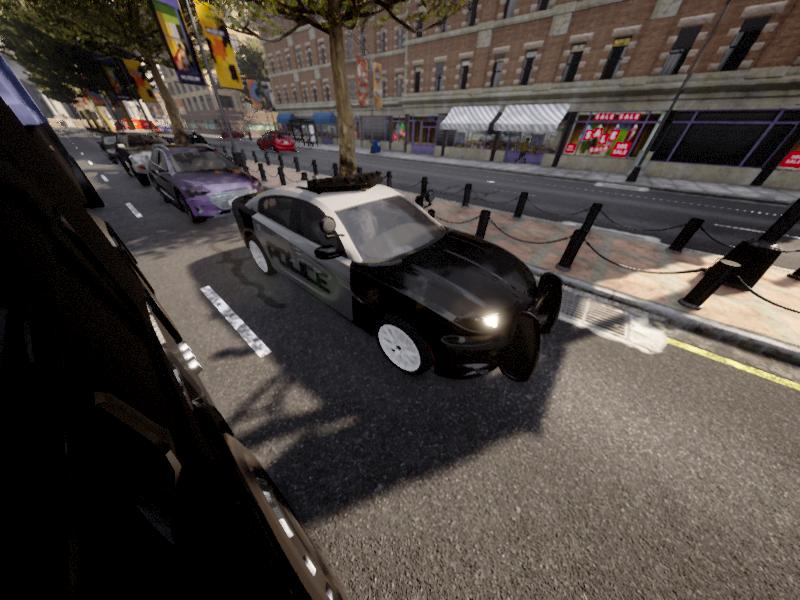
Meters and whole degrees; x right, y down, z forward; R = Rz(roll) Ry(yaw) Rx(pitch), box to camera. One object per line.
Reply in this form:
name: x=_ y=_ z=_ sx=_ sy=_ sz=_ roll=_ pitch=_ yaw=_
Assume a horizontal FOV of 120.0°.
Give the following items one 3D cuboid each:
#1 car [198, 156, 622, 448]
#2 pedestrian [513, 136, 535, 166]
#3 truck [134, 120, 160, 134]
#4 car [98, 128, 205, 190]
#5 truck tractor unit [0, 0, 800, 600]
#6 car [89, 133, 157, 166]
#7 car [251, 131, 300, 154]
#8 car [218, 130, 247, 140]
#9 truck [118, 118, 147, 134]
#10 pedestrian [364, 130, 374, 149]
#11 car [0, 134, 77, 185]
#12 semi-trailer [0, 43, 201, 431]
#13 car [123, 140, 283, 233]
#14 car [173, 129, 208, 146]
car: x=-0.560 y=-0.890 z=3.373 sx=5.238 sy=1.638 sz=1.930 roll=27 pitch=43 yaw=30
pedestrian: x=9.430 y=-11.320 z=17.549 sx=0.751 sy=1.860 sz=0.751 roll=28 pitch=44 yaw=31
truck: x=-59.042 y=-40.375 z=53.853 sx=5.204 sy=2.467 sz=2.627 roll=28 pitch=43 yaw=31
car: x=-10.923 y=-6.354 z=10.152 sx=4.605 sy=1.855 sz=1.932 roll=27 pitch=43 yaw=30
truck tractor unit: x=-2.645 y=-0.295 z=0.351 sx=6.516 sy=4.208 sz=3.053 roll=28 pitch=44 yaw=30
car: x=-17.693 y=-9.666 z=14.729 sx=4.674 sy=1.442 sz=1.812 roll=27 pitch=43 yaw=30
car: x=-12.664 y=-16.048 z=23.459 sx=4.611 sy=1.667 sz=2.242 roll=27 pitch=43 yaw=30
car: x=-30.996 y=-30.718 z=42.882 sx=1.994 sy=1.385 sz=4.181 roll=7 pitch=37 yaw=8
truck: x=-55.097 y=-35.661 z=47.559 sx=5.204 sy=2.467 sz=2.627 roll=25 pitch=42 yaw=32
pedestrian: x=-3.686 y=-19.290 z=27.821 sx=0.751 sy=1.860 sz=0.751 roll=27 pitch=43 yaw=31
car: x=-16.594 y=-6.427 z=10.324 sx=4.892 sy=1.490 sz=1.837 roll=27 pitch=43 yaw=30
semi-trailer: x=-8.714 y=-3.548 z=4.278 sx=14.254 sy=4.402 sz=2.717 roll=28 pitch=43 yaw=30
car: x=-5.959 y=-3.680 z=6.944 sx=4.856 sy=1.649 sz=2.033 roll=27 pitch=43 yaw=30
car: x=-25.873 y=-20.106 z=28.561 sx=3.806 sy=1.475 sz=1.970 roll=27 pitch=43 yaw=30
